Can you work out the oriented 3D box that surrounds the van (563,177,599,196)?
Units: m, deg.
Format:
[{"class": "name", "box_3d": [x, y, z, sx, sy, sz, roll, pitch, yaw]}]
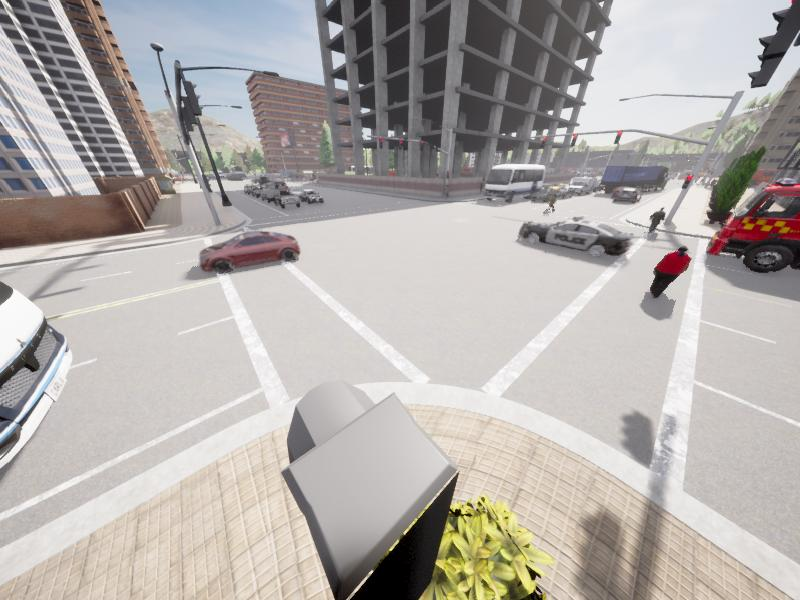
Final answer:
[{"class": "van", "box_3d": [29.749, -18.670, 37.915, 6.366, 2.431, 2.351, -23, 37, -34]}]

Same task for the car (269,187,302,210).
[{"class": "car", "box_3d": [-13.065, -11.646, 26.299, 1.932, 1.855, 4.605, -21, 36, -32]}]

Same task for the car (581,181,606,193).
[{"class": "car", "box_3d": [35.398, -20.711, 42.237, 5.238, 1.638, 1.930, -23, 37, -34]}]

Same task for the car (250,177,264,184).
[{"class": "car", "box_3d": [-38.982, -32.606, 62.970, 2.128, 1.511, 4.902, -22, 37, -34]}]

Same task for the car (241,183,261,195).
[{"class": "car", "box_3d": [-25.067, -18.693, 38.909, 1.816, 1.474, 4.193, -22, 37, -34]}]

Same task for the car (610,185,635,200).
[{"class": "car", "box_3d": [32.179, -15.659, 33.587, 1.882, 1.535, 5.008, 20, 36, 30]}]

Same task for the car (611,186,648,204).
[{"class": "car", "box_3d": [29.827, -13.661, 30.011, 4.611, 1.667, 2.242, -23, 37, -33]}]

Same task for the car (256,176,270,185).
[{"class": "car", "box_3d": [-34.406, -30.006, 58.086, 1.905, 1.878, 3.866, -22, 37, -34]}]

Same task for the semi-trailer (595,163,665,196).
[{"class": "semi-trailer", "box_3d": [38.729, -20.314, 38.774, 14.254, 4.402, 2.717, -16, 34, -26]}]

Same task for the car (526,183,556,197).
[{"class": "car", "box_3d": [22.490, -17.570, 36.767, 4.611, 1.667, 2.242, -23, 37, -34]}]

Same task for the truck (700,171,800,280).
[{"class": "truck", "box_3d": [18.369, -2.327, 8.211, 2.891, 3.827, 8.468, -22, 37, -33]}]

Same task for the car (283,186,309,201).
[{"class": "car", "box_3d": [-14.901, -15.280, 33.028, 1.812, 1.442, 4.674, -22, 37, -34]}]

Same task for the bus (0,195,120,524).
[{"class": "bus", "box_3d": [-9.885, 1.753, 0.719, 10.273, 4.253, 3.944, -23, 37, -34]}]

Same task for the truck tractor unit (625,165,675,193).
[{"class": "truck tractor unit", "box_3d": [45.606, -22.183, 42.214, 6.516, 4.208, 3.053, -16, 34, -24]}]

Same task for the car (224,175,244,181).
[{"class": "car", "box_3d": [-52.923, -38.852, 73.653, 4.856, 1.649, 2.033, 5, 30, 9]}]

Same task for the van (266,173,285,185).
[{"class": "van", "box_3d": [-33.130, -32.214, 61.374, 2.351, 2.431, 6.366, -22, 37, -34]}]

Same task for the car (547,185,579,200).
[{"class": "car", "box_3d": [23.938, -15.821, 33.898, 4.902, 1.511, 2.128, -23, 37, -34]}]

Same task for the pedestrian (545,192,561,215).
[{"class": "pedestrian", "box_3d": [14.464, -9.125, 21.902, 0.751, 1.860, 0.751, 17, 34, 26]}]

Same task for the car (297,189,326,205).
[{"class": "car", "box_3d": [-11.249, -13.098, 29.215, 1.970, 1.475, 3.806, -22, 37, -33]}]

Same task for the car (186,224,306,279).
[{"class": "car", "box_3d": [-6.991, -2.459, 10.896, 4.181, 1.385, 1.994, -18, 34, -28]}]

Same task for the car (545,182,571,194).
[{"class": "car", "box_3d": [27.903, -19.813, 40.743, 5.366, 1.575, 1.801, -23, 37, -34]}]

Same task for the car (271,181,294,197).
[{"class": "car", "box_3d": [-18.776, -17.815, 36.971, 1.905, 1.878, 3.866, -23, 37, -34]}]

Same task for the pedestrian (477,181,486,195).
[{"class": "pedestrian", "box_3d": [12.909, -17.800, 36.623, 0.751, 1.860, 0.751, 25, 38, 36]}]

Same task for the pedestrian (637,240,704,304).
[{"class": "pedestrian", "box_3d": [8.982, -0.942, 7.729, 0.751, 1.860, 0.751, -23, 37, -34]}]

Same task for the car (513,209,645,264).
[{"class": "car", "box_3d": [9.544, -3.760, 12.877, 1.930, 1.638, 5.238, -23, 38, -35]}]

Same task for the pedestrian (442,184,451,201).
[{"class": "pedestrian", "box_3d": [6.014, -13.916, 29.896, 0.751, 1.860, 0.751, -6, 31, -11]}]

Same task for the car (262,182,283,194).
[{"class": "car", "box_3d": [-22.848, -20.105, 41.335, 1.837, 1.490, 4.892, -22, 37, -33]}]

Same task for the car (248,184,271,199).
[{"class": "car", "box_3d": [-21.131, -16.369, 34.750, 1.851, 1.617, 3.988, -22, 37, -34]}]

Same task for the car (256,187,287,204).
[{"class": "car", "box_3d": [-17.016, -13.831, 30.482, 2.163, 1.488, 4.792, -23, 37, -34]}]

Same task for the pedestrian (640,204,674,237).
[{"class": "pedestrian", "box_3d": [16.703, -5.165, 15.042, 0.751, 1.860, 0.751, -23, 37, -34]}]

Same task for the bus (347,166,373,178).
[{"class": "bus", "box_3d": [-16.947, -54.637, 98.379, 10.273, 4.253, 3.944, -23, 37, -34]}]

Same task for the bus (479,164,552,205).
[{"class": "bus", "box_3d": [15.552, -15.679, 30.919, 10.273, 4.253, 3.944, -22, 37, -34]}]

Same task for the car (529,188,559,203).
[{"class": "car", "box_3d": [18.900, -13.714, 30.210, 3.705, 1.549, 1.789, -23, 37, -34]}]
